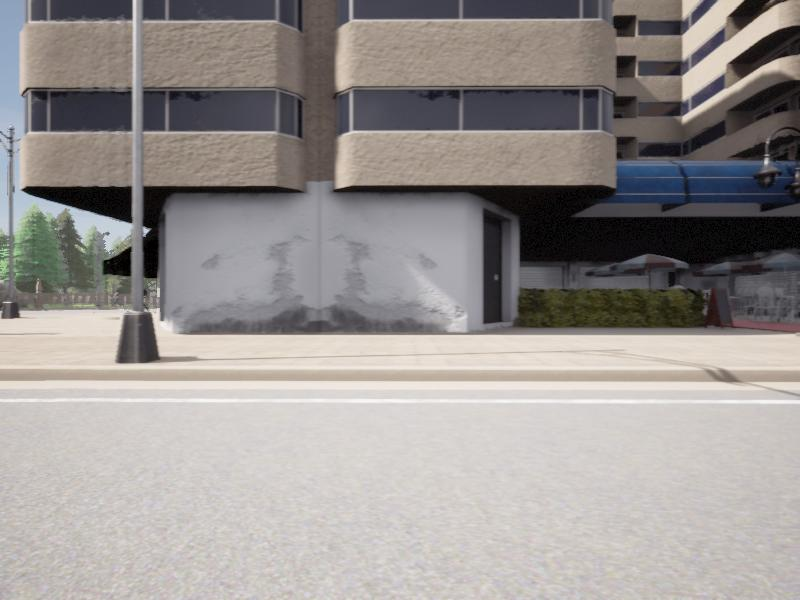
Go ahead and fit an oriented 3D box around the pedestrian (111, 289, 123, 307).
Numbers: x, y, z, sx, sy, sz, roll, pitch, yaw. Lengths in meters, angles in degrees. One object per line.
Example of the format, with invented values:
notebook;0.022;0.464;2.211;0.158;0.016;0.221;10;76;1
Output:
pedestrian;-29.761;-0.181;42.032;0.751;1.860;0.751;0;0;28

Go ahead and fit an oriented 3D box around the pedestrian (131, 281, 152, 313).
pedestrian;-15.355;-0.176;23.784;0.751;1.860;0.751;0;0;20
